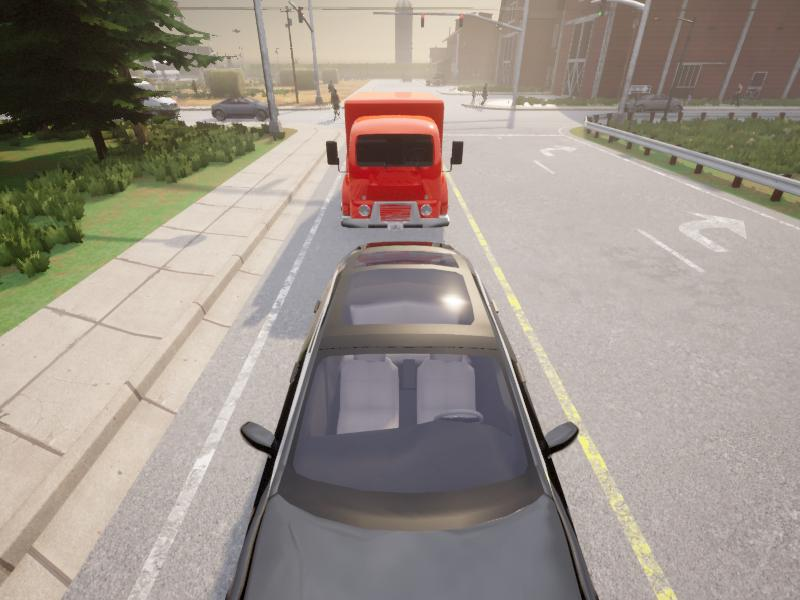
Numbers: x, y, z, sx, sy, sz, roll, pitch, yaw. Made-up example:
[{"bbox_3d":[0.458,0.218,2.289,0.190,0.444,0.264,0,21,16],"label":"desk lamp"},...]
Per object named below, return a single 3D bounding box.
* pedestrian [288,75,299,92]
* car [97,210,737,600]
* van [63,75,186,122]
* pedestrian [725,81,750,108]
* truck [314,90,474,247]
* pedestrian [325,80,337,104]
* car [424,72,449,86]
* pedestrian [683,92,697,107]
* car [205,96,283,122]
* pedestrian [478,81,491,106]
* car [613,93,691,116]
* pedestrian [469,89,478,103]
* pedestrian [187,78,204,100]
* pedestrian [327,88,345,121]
[{"bbox_3d":[-13.860,-28.175,52.082,0.751,1.860,0.751,22,37,33],"label":"pedestrian"},{"bbox_3d":[0.059,0.761,3.240,2.128,1.511,4.902,0,30,0],"label":"car"},{"bbox_3d":[-17.657,-13.101,25.991,5.915,2.561,1.988,0,30,0],"label":"van"},{"bbox_3d":[27.444,-16.725,32.547,0.751,1.860,0.751,0,30,1],"label":"pedestrian"},{"bbox_3d":[-0.136,-3.420,9.426,2.627,2.467,5.204,-1,30,-1],"label":"truck"},{"bbox_3d":[-6.057,-18.403,35.356,0.751,1.860,0.751,-10,32,-17],"label":"pedestrian"},{"bbox_3d":[6.302,-37.972,68.884,1.905,1.878,3.866,-31,40,-33],"label":"car"},{"bbox_3d":[23.690,-16.390,32.724,0.500,1.100,0.500,5,31,9],"label":"pedestrian"},{"bbox_3d":[-10.154,-12.595,26.289,4.181,1.385,1.994,0,30,0],"label":"car"},{"bbox_3d":[6.971,-17.055,33.049,0.751,1.860,0.751,-2,30,-3],"label":"pedestrian"},{"bbox_3d":[18.378,-14.348,29.308,4.181,1.385,1.994,0,30,0],"label":"car"},{"bbox_3d":[6.630,-18.383,36.075,0.500,1.100,0.500,-19,35,-29],"label":"pedestrian"},{"bbox_3d":[-20.229,-20.855,39.541,0.751,1.860,0.751,11,32,19],"label":"pedestrian"},{"bbox_3d":[-4.068,-12.478,25.536,0.751,1.860,0.751,5,31,9],"label":"pedestrian"}]
